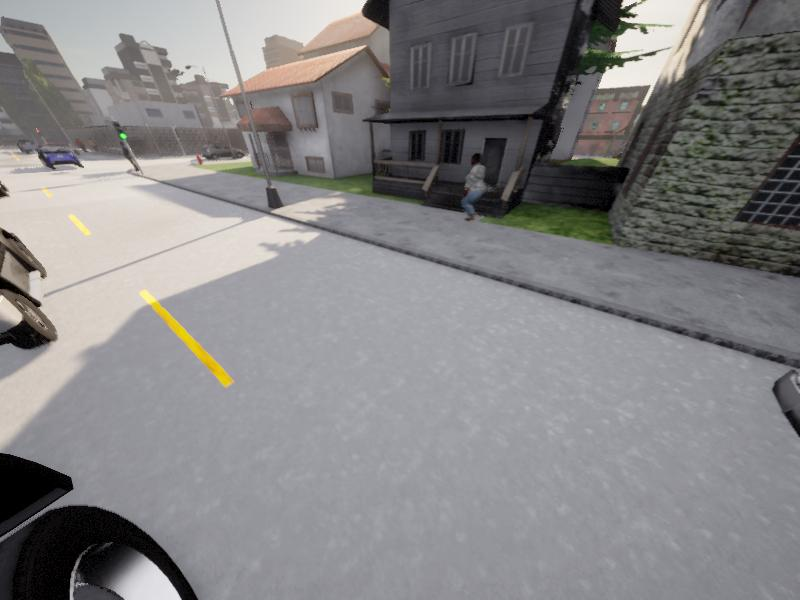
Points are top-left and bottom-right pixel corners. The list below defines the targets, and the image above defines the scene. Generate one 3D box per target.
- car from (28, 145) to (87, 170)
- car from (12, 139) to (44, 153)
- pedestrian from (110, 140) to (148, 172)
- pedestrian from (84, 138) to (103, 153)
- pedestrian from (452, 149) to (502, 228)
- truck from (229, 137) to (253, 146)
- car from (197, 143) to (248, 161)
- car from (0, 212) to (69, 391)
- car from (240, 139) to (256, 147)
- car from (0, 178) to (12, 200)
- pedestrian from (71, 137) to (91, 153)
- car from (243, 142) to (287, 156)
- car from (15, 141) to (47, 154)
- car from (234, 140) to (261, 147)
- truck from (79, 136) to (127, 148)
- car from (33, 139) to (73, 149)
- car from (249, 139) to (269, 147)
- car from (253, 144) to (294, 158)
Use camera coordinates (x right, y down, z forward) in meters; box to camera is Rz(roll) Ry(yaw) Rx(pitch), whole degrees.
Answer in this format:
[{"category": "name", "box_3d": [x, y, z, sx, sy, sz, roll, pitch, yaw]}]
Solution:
[{"category": "car", "box_3d": [-28.839, -12.070, 19.451, 4.514, 1.525, 2.007, 22, 41, 28]}, {"category": "car", "box_3d": [-58.852, -24.357, 36.527, 4.856, 1.649, 2.033, 22, 41, 28]}, {"category": "pedestrian", "box_3d": [-19.209, -10.228, 16.412, 0.751, 1.860, 0.751, 4, 35, 5]}, {"category": "pedestrian", "box_3d": [-43.776, -22.068, 32.986, 0.751, 1.860, 0.751, 22, 41, 28]}, {"category": "pedestrian", "box_3d": [2.137, -3.153, 6.561, 0.751, 1.860, 0.751, 30, 45, 35]}, {"category": "truck", "box_3d": [-42.868, -42.722, 62.237, 2.069, 2.038, 4.478, 22, 41, 28]}, {"category": "car", "box_3d": [-20.327, -17.131, 26.632, 1.851, 1.617, 3.988, 22, 41, 28]}, {"category": "car", "box_3d": [-6.374, -0.346, 2.720, 4.605, 1.855, 1.932, 23, 41, 29]}, {"category": "car", "box_3d": [-39.627, -40.974, 60.204, 3.705, 1.547, 1.789, 22, 41, 28]}, {"category": "car", "box_3d": [-18.672, -5.275, 9.588, 3.866, 1.878, 1.905, 22, 41, 28]}, {"category": "pedestrian", "box_3d": [-45.855, -22.243, 33.218, 0.751, 1.860, 0.751, 16, 38, 21]}, {"category": "car", "box_3d": [-19.406, -21.838, 33.399, 2.128, 1.511, 4.902, 22, 41, 28]}, {"category": "car", "box_3d": [-53.920, -22.307, 33.746, 3.633, 1.501, 1.845, 22, 41, 28]}, {"category": "car", "box_3d": [-39.722, -41.066, 60.458, 2.033, 1.415, 5.357, 22, 41, 28]}, {"category": "truck", "box_3d": [-67.790, -36.252, 52.910, 2.390, 2.098, 6.274, 22, 41, 28]}, {"category": "car", "box_3d": [-71.506, -32.286, 47.680, 1.851, 1.617, 3.988, 2, 35, 3]}, {"category": "car", "box_3d": [-35.653, -39.747, 58.515, 1.845, 1.501, 3.633, 22, 41, 28]}, {"category": "car", "box_3d": [-16.767, -19.891, 30.783, 1.994, 1.385, 4.181, 21, 40, 27]}]
